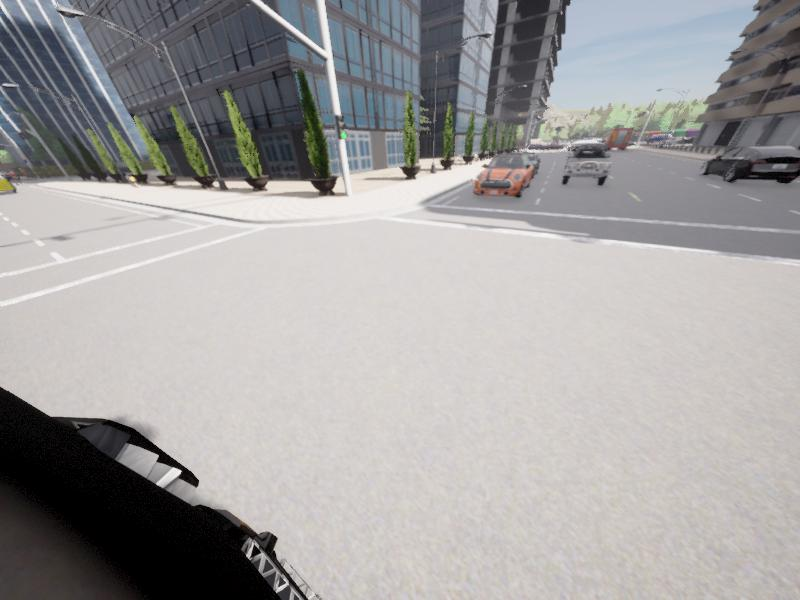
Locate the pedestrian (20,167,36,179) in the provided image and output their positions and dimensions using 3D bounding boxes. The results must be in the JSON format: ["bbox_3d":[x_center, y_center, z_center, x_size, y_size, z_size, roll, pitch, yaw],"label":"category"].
[{"bbox_3d":[-71.229,-24.335,44.226,0.751,1.860,0.751,13,37,23],"label":"pedestrian"}]

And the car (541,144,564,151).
[{"bbox_3d":[38.762,-38.961,58.846,4.718,1.301,1.895,16,38,26],"label":"car"}]

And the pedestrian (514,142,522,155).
[{"bbox_3d":[21.119,-27.072,41.277,0.751,1.860,0.751,20,40,30],"label":"pedestrian"}]

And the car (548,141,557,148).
[{"bbox_3d":[50.550,-51.554,76.421,2.097,1.767,4.553,16,38,26],"label":"car"}]

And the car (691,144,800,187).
[{"bbox_3d":[17.766,-6.953,11.768,2.163,1.488,4.792,16,38,26],"label":"car"}]

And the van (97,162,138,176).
[{"bbox_3d":[-56.281,-26.232,46.170,1.775,1.987,4.442,16,38,26],"label":"van"}]

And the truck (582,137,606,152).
[{"bbox_3d":[35.977,-28.853,42.951,2.390,2.098,6.274,16,38,26],"label":"truck"}]

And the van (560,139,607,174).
[{"bbox_3d":[14.112,-11.263,18.055,2.069,2.038,4.480,16,38,26],"label":"van"}]

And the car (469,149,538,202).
[{"bbox_3d":[5.278,-6.362,11.535,2.097,1.767,4.553,16,38,27],"label":"car"}]

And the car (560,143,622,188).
[{"bbox_3d":[10.686,-7.845,13.292,1.932,1.855,4.605,16,38,26],"label":"car"}]

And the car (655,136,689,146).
[{"bbox_3d":[65.337,-38.242,55.540,4.611,1.667,2.242,16,38,26],"label":"car"}]

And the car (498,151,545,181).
[{"bbox_3d":[8.809,-9.670,16.528,2.128,1.511,4.902,16,38,26],"label":"car"}]

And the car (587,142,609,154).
[{"bbox_3d":[32.059,-24.766,37.576,1.882,1.535,5.008,16,38,26],"label":"car"}]

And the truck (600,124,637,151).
[{"bbox_3d":[40.583,-30.348,43.297,2.891,3.827,8.468,16,38,26],"label":"truck"}]

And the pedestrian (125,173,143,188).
[{"bbox_3d":[-23.806,-10.677,20.671,0.500,1.100,0.500,15,38,25],"label":"pedestrian"}]

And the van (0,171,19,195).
[{"bbox_3d":[-39.716,-11.454,22.566,4.442,1.987,1.775,19,39,29],"label":"van"}]

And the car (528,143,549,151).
[{"bbox_3d":[37.575,-41.578,62.767,4.674,1.442,1.812,16,38,26],"label":"car"}]

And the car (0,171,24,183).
[{"bbox_3d":[-69.325,-21.161,39.801,5.238,1.638,1.930,-2,33,1],"label":"car"}]
